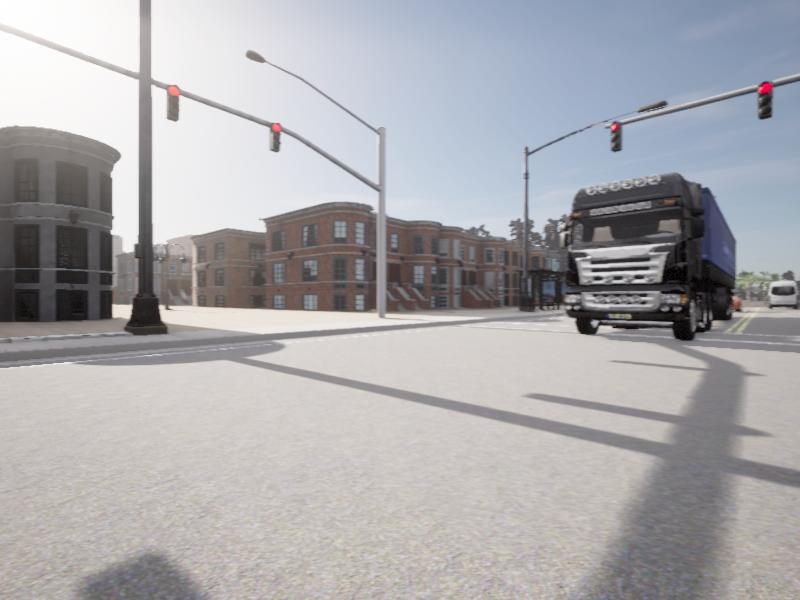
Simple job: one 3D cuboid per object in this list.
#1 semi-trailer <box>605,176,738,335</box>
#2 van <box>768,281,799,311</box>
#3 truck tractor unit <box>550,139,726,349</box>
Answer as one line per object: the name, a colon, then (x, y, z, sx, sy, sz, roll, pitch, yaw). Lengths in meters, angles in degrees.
semi-trailer: (12.482, -1.274, 17.319, 2.717, 4.402, 14.254, 0, 0, 42)
van: (35.843, -0.388, 37.528, 1.988, 2.561, 5.915, 0, 1, 43)
truck tractor unit: (7.136, -1.140, 11.478, 3.053, 4.208, 6.516, 0, 0, 43)
